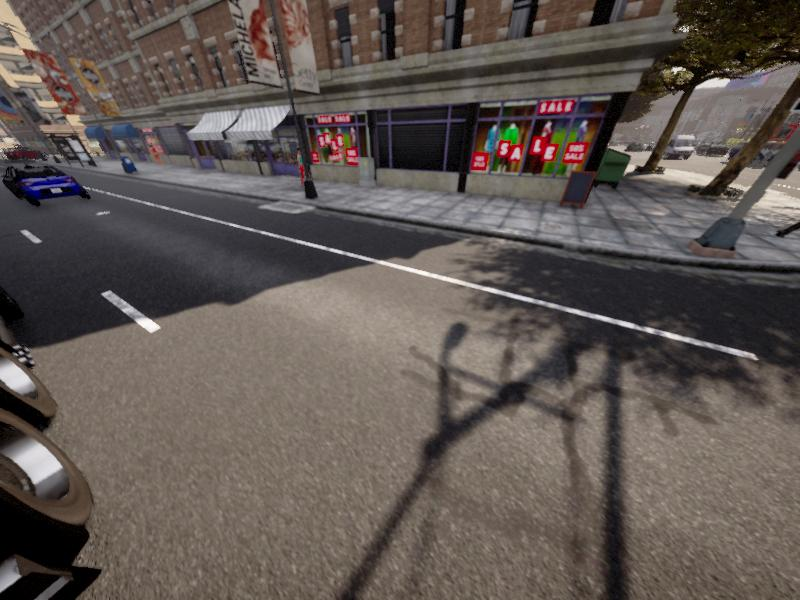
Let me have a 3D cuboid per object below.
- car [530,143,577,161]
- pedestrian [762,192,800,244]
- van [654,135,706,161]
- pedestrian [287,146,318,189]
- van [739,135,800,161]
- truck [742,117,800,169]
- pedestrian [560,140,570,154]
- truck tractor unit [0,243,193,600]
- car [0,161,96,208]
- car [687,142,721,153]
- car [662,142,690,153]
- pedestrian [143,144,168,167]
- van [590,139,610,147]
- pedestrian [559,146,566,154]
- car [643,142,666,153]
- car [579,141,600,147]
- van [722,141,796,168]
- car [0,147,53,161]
[{"bbox_3d":[19.568,-18.961,29.511,4.553,1.767,2.097,20,40,26],"label":"car"},{"bbox_3d":[9.867,-2.258,5.227,0.751,1.860,0.751,11,36,15],"label":"pedestrian"},{"bbox_3d":[35.534,-19.578,29.619,1.988,2.561,5.915,18,39,24],"label":"van"},{"bbox_3d":[-4.973,-6.800,11.869,0.751,1.860,0.751,16,38,22],"label":"pedestrian"},{"bbox_3d":[47.166,-19.186,29.062,2.351,2.431,6.366,18,39,24],"label":"van"},{"bbox_3d":[38.576,-15.025,21.931,2.891,3.827,8.468,17,39,24],"label":"truck"},{"bbox_3d":[27.618,-25.650,38.691,0.751,1.860,0.751,17,39,23],"label":"pedestrian"},{"bbox_3d":[-5.073,-0.339,0.825,6.516,4.208,3.053,20,40,26],"label":"truck tractor unit"},{"bbox_3d":[-16.649,-5.476,10.706,4.193,1.474,1.816,18,39,24],"label":"car"},{"bbox_3d":[56.556,-28.516,43.080,1.930,1.638,5.238,17,39,24],"label":"car"},{"bbox_3d":[54.163,-30.121,45.490,1.801,1.575,5.366,17,39,24],"label":"car"},{"bbox_3d":[-24.016,-14.253,22.727,0.751,1.860,0.751,15,38,21],"label":"pedestrian"},{"bbox_3d":[66.903,-52.799,77.537,4.480,2.038,2.069,18,39,24],"label":"van"},{"bbox_3d":[26.541,-24.556,37.792,0.500,1.100,0.500,5,35,7],"label":"pedestrian"},{"bbox_3d":[50.280,-30.231,45.690,1.851,1.617,3.988,17,39,24],"label":"car"},{"bbox_3d":[62.591,-51.726,76.369,4.856,1.649,2.033,18,39,24],"label":"car"},{"bbox_3d":[34.584,-14.274,22.491,1.775,1.987,4.442,17,39,24],"label":"van"},{"bbox_3d":[-53.929,-21.129,33.417,1.789,1.549,3.705,-5,35,-5],"label":"car"}]
